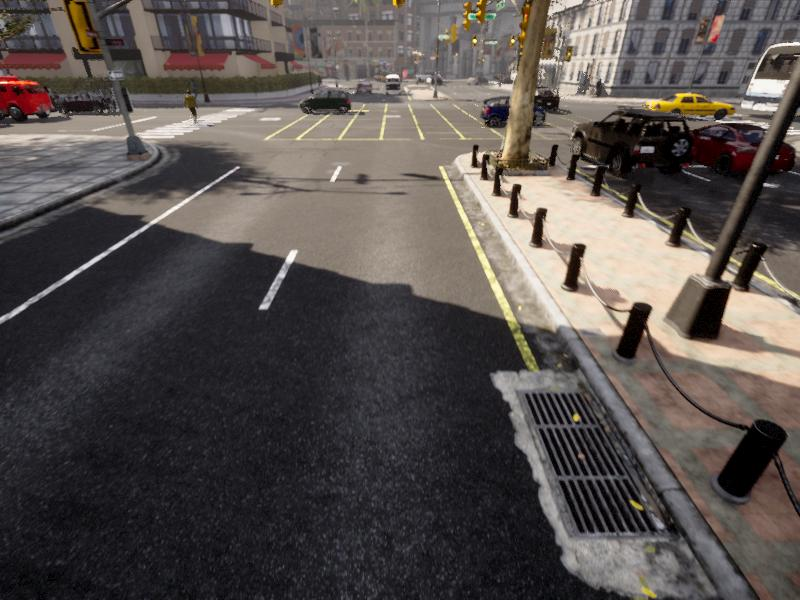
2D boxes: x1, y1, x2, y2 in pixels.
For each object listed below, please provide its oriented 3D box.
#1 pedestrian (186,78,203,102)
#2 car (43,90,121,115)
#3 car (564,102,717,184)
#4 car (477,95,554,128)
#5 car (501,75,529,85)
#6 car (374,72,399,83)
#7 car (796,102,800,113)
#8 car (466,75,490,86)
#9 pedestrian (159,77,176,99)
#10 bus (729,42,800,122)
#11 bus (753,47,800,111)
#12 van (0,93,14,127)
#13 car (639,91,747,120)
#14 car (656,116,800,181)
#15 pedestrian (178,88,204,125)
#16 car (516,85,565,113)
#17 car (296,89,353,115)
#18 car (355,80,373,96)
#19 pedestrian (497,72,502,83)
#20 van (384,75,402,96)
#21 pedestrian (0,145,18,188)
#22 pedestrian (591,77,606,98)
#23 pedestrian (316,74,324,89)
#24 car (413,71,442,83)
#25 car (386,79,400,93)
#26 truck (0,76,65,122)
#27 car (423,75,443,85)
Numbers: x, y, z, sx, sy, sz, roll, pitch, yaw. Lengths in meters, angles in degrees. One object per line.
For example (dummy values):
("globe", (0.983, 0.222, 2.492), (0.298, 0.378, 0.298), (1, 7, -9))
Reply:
("pedestrian", (-18.787, -19.227, 36.619), (0.751, 1.860, 0.751), (-2, 30, -3))
("car", (-22.545, -14.087, 28.510), (3.633, 1.501, 1.845), (0, 30, 0))
("car", (7.597, -5.418, 13.393), (1.932, 1.855, 4.605), (-1, 30, -3))
("car", (6.507, -10.820, 22.945), (3.705, 1.549, 1.789), (-1, 30, -1))
("car", (21.865, -41.961, 76.170), (4.611, 1.667, 2.242), (0, 30, 0))
("car", (-2.764, -44.670, 80.431), (4.605, 1.855, 1.932), (14, 33, 23))
("car", (32.221, -14.594, 29.369), (3.988, 1.617, 1.851), (0, 30, -1))
("car", (14.186, -39.977, 72.684), (2.152, 1.651, 5.027), (20, 36, 31))
("pedestrian", (-23.016, -20.962, 39.578), (0.751, 1.860, 0.751), (-2, 30, -4))
("bus", (28.567, -13.998, 25.728), (10.273, 4.253, 3.944), (0, 30, -1))
("bus", (35.466, -17.466, 31.661), (10.273, 4.253, 3.944), (0, 30, -1))
("van", (-25.857, -10.975, 22.192), (5.915, 2.561, 1.988), (-1, 30, -2))
("car", (19.062, -12.768, 26.259), (5.366, 1.575, 1.801), (1, 30, 2))
("car", (11.167, -5.319, 13.735), (1.994, 1.385, 4.181), (0, 30, -1))
("pedestrian", (-12.186, -11.295, 23.380), (0.751, 1.860, 0.751), (-3, 31, -6))
("car", (10.920, -15.887, 31.516), (1.930, 1.638, 5.238), (0, 30, -1))
("car", (-5.332, -14.262, 28.805), (3.705, 1.549, 1.789), (0, 30, -1))
("car", (-4.316, -25.925, 48.839), (1.812, 1.442, 4.674), (0, 30, -1))
("pedestrian", (20.115, -44.934, 80.877), (0.751, 1.860, 0.751), (5, 31, 8))
("van", (-0.804, -25.892, 48.196), (2.069, 2.038, 4.480), (0, 30, -1))
("pedestrian", (-11.152, -3.923, 10.488), (0.751, 1.860, 0.751), (-1, 30, -1))
("pedestrian", (20.208, -21.641, 40.790), (0.751, 1.860, 0.751), (-4, 31, -7))
("pedestrian", (-11.312, -30.927, 56.613), (0.751, 1.860, 0.751), (4, 31, 7))
("car", (5.591, -45.728, 82.087), (5.566, 2.045, 2.150), (0, 30, 0))
("car", (-0.886, -28.903, 53.929), (1.812, 1.442, 4.674), (0, 30, -1))
("truck", (-25.211, -12.723, 25.249), (5.204, 2.467, 2.627), (0, 30, -1))
("car", (6.096, -40.905, 74.292), (2.038, 1.542, 4.974), (-9, 32, -16))
